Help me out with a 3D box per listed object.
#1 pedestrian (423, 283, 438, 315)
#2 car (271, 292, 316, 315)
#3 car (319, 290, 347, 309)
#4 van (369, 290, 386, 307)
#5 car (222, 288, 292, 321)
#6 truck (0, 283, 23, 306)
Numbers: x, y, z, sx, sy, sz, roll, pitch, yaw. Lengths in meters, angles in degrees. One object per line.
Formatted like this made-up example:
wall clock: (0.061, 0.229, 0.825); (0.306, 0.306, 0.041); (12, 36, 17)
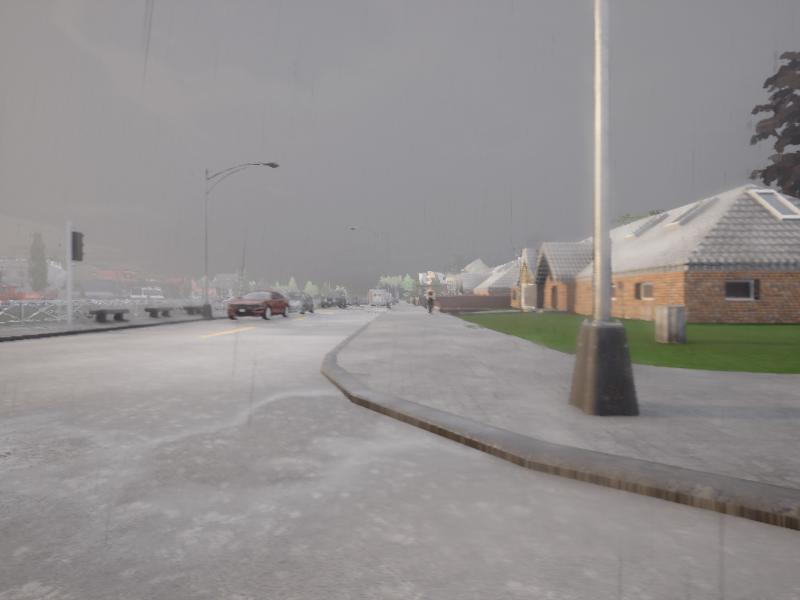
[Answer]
pedestrian: (1.840, -0.066, 24.106); (0.751, 1.860, 0.751); (0, 0, -6)
car: (-7.381, 0.227, 28.174); (2.007, 1.525, 4.514); (0, 0, 0)
car: (-7.390, -0.031, 44.777); (2.150, 2.045, 5.566); (0, 0, 0)
van: (-3.398, -0.222, 62.010); (2.351, 2.431, 6.366); (0, 0, 0)
car: (-7.346, 0.222, 21.131); (1.882, 1.535, 5.008); (0, 0, 0)
truck: (-69.063, -0.936, 67.601); (2.891, 3.827, 8.468); (0, 0, 0)
